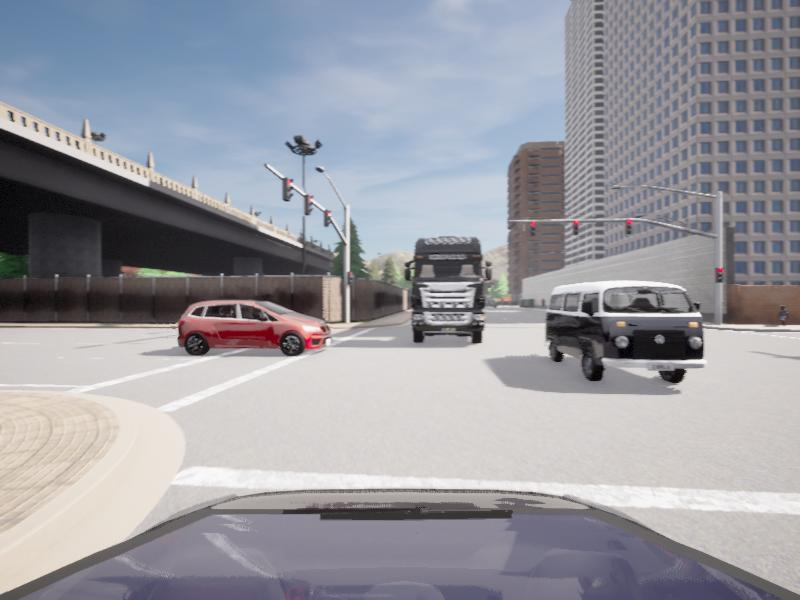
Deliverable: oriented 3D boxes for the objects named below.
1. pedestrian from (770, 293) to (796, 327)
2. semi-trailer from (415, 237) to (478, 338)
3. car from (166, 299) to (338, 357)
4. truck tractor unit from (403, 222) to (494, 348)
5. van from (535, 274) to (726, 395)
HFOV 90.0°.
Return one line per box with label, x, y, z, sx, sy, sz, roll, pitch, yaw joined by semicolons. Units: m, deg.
pedestrian;21.384;0.536;22.336;0.751;1.860;0.751;0;0;1
semi-trailer;2.731;-0.587;24.654;2.717;4.402;14.254;0;0;6
car;-4.532;0.824;12.758;4.611;1.667;2.242;0;0;5
truck tractor unit;1.954;-0.481;16.785;3.053;4.208;6.516;0;0;6
van;4.681;0.610;9.076;2.069;2.038;4.480;0;-1;5
